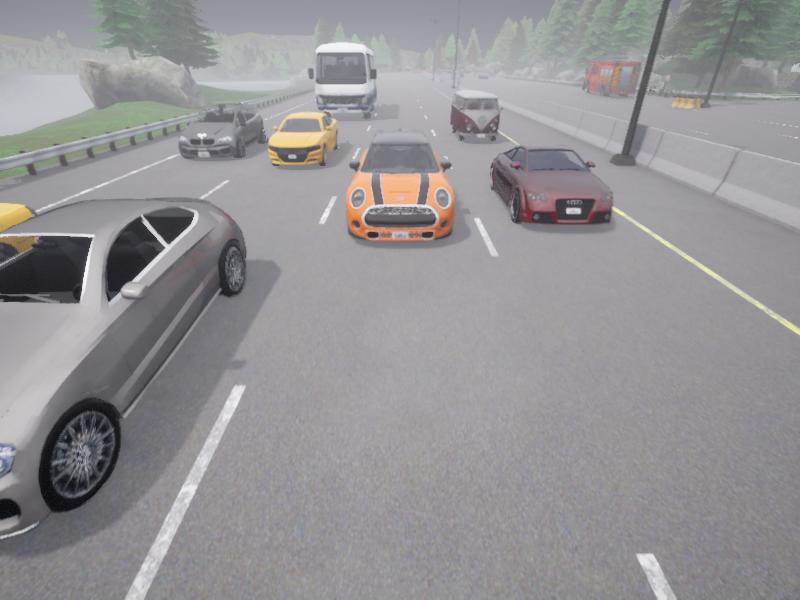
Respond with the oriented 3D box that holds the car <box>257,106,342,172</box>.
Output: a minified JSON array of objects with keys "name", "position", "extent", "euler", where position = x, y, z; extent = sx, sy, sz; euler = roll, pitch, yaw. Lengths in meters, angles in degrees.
[{"name":"car","position":[-3.494,-6.164,14.989],"extent":[1.882,1.535,5.008],"euler":[0,31,0]}]

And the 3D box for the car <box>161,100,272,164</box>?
[{"name":"car","position":[-6.995,-6.821,15.964],"extent":[2.242,1.667,4.611],"euler":[0,31,0]}]

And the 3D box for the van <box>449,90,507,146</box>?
[{"name":"van","position":[3.508,-8.707,18.889],"extent":[1.775,1.987,4.442],"euler":[0,30,0]}]

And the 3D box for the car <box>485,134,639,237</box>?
[{"name":"car","position":[3.505,-2.966,9.695],"extent":[1.994,1.385,4.181],"euler":[0,30,0]}]

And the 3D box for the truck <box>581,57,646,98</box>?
[{"name":"truck","position":[24.125,-25.656,46.009],"extent":[2.891,3.827,8.468],"euler":[1,30,2]}]

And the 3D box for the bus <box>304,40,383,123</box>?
[{"name":"bus","position":[-3.371,-15.271,27.853],"extent":[3.944,4.253,10.273],"euler":[0,30,0]}]

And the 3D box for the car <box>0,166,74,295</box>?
[{"name":"car","position":[-6.996,-0.209,4.778],"extent":[1.801,1.575,5.366],"euler":[0,30,0]}]

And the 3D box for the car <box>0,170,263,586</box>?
[{"name":"car","position":[-3.495,-0.047,4.462],"extent":[2.152,1.651,5.027],"euler":[0,30,0]}]

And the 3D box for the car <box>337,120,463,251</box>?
[{"name":"car","position":[0.005,-2.846,9.070],"extent":[2.097,1.767,4.553],"euler":[0,30,0]}]
